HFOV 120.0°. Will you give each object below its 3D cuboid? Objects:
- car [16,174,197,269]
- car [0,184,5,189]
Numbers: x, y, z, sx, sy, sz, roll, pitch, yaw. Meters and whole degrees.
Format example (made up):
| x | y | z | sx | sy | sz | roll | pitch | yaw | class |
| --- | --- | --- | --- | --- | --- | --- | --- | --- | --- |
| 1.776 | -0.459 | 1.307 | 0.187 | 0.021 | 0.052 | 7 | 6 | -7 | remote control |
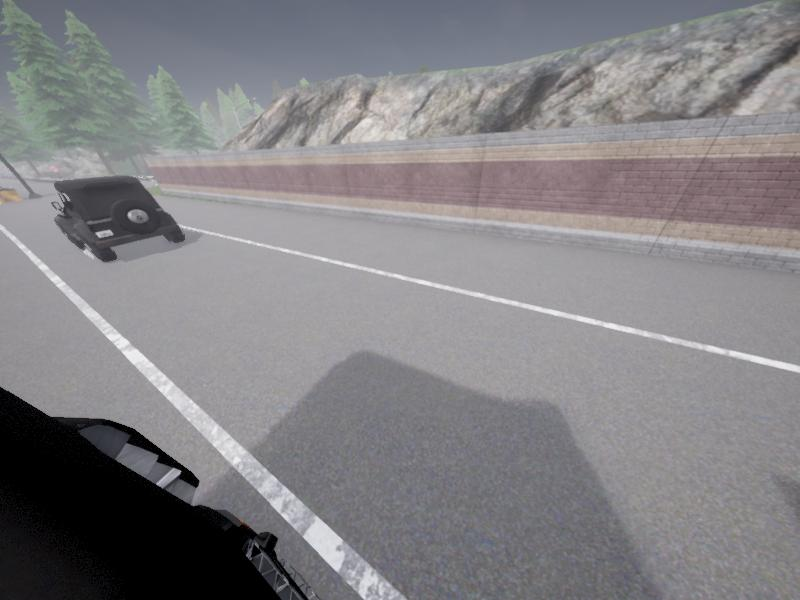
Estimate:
| x | y | z | sx | sy | sz | roll | pitch | yaw | class |
| --- | --- | --- | --- | --- | --- | --- | --- | --- | --- |
| -8.360 | -2.482 | 6.687 | 3.866 | 1.878 | 1.905 | 16 | 38 | 26 | car |
| -54.516 | -15.343 | 30.201 | 4.974 | 1.542 | 2.038 | 16 | 38 | 26 | car |
